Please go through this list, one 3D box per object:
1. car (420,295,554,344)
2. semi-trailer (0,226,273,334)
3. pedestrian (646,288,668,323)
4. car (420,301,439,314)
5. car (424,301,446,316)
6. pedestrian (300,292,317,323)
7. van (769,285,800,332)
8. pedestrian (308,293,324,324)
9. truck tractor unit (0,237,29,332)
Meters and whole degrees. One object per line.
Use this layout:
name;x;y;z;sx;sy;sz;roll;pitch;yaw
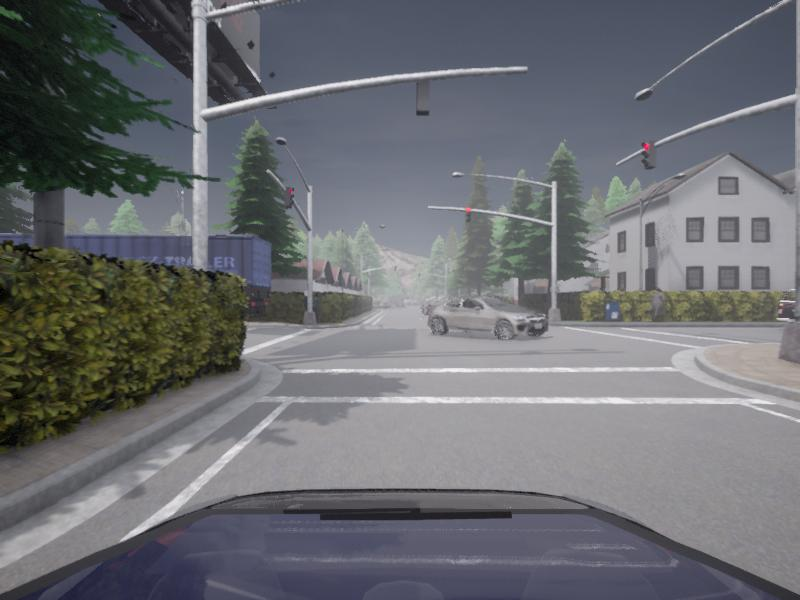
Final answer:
car;3.318;0.665;16.201;2.152;1.651;5.027;-2;0;-40
semi-trailer;-13.155;-0.803;17.679;14.254;4.402;2.717;0;0;0
pedestrian;14.178;0.301;22.053;0.751;1.860;0.751;0;0;-26
car;3.528;0.840;48.872;1.882;1.535;5.008;0;0;0
car;3.525;0.837;41.489;1.882;1.535;5.008;0;0;0
pedestrian;-5.623;0.450;24.468;0.751;1.860;0.751;0;0;-40
van;19.558;0.386;17.826;4.480;2.038;2.069;0;0;-5
pedestrian;-5.081;0.493;24.276;0.751;1.860;0.751;0;0;11
truck tractor unit;-21.068;-0.700;17.662;6.516;4.208;3.053;0;0;0
